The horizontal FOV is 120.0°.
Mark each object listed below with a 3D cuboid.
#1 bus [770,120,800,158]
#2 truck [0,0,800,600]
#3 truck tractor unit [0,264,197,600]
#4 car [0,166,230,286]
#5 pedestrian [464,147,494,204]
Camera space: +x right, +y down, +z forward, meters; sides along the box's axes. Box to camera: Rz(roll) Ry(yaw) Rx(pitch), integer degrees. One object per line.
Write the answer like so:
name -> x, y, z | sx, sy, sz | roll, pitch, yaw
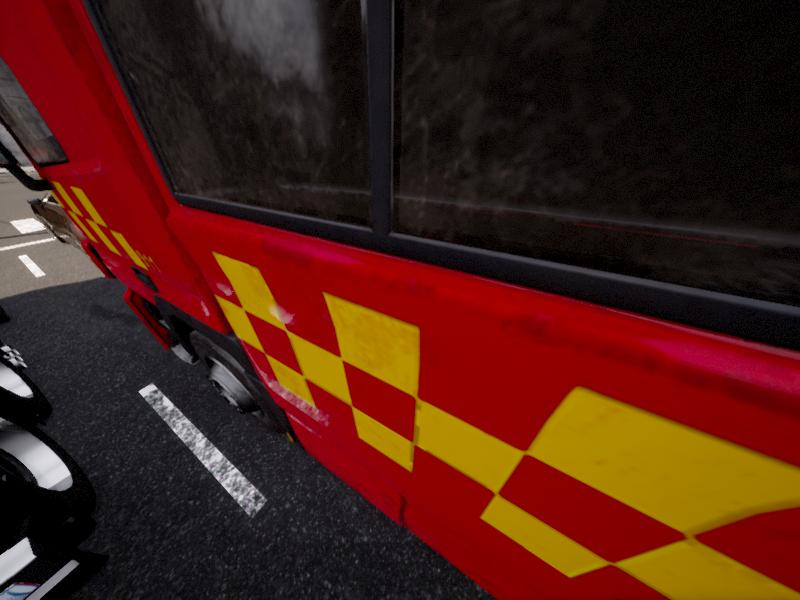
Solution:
bus -> 55.141, -20.483, 29.287 | 3.944, 4.253, 10.273 | 18, 39, 25
truck -> 1.519, -0.303, 1.087 | 8.468, 3.827, 2.891 | 18, 39, 24
truck tractor unit -> -5.111, -0.300, 0.779 | 6.516, 4.208, 3.053 | 18, 39, 24
car -> -7.118, -2.207, 5.794 | 5.027, 1.651, 2.152 | 18, 39, 24
pedestrian -> 3.020, -4.823, 8.961 | 0.751, 1.860, 0.751 | 7, 36, 11
